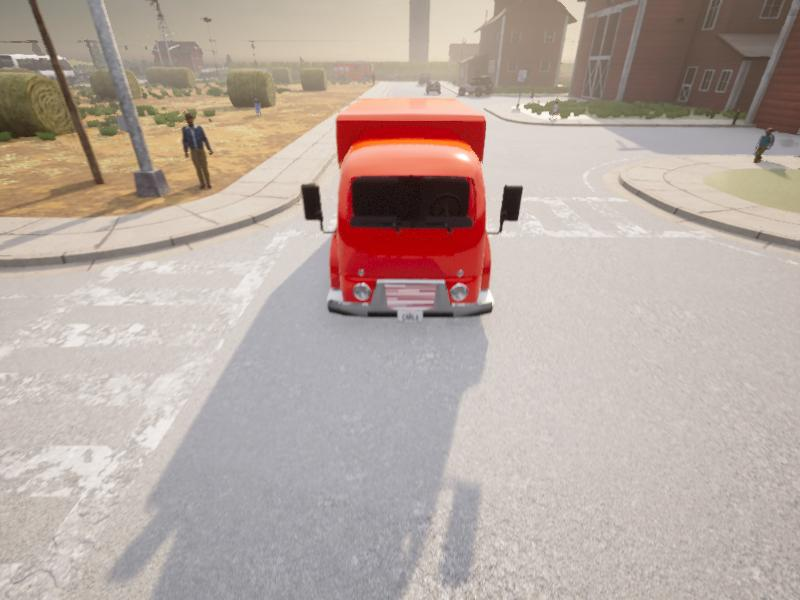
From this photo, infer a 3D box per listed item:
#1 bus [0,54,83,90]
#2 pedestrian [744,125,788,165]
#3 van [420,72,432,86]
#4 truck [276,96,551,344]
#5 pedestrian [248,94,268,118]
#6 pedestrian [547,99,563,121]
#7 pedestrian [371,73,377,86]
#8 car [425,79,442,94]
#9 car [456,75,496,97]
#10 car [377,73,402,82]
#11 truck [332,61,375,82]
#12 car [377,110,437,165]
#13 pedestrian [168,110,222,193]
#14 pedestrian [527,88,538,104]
[{"bbox_3d":[-53.318,-33.704,59.040,3.944,4.253,10.273,2,30,4],"label":"bus"},{"bbox_3d":[11.676,-4.947,12.794,0.500,1.100,0.500,-9,32,-15],"label":"pedestrian"},{"bbox_3d":[4.368,-38.000,68.866,1.775,1.987,4.442,0,30,0],"label":"van"},{"bbox_3d":[0.149,-1.842,6.687,2.627,2.467,5.204,0,31,0],"label":"truck"},{"bbox_3d":[-8.957,-12.276,25.252,0.751,1.300,0.751,5,31,9],"label":"pedestrian"},{"bbox_3d":[9.180,-11.230,23.673,0.500,1.100,0.500,-18,35,-28],"label":"pedestrian"},{"bbox_3d":[-4.131,-34.887,63.295,0.751,1.860,0.751,3,30,5],"label":"pedestrian"},{"bbox_3d":[4.143,-26.623,49.880,1.789,1.549,3.705,0,30,0],"label":"car"},{"bbox_3d":[8.237,-23.228,43.459,1.905,1.878,3.866,-30,39,-32],"label":"car"},{"bbox_3d":[-2.234,-48.992,87.987,5.238,1.638,1.930,3,30,4],"label":"car"},{"bbox_3d":[-9.746,-48.298,84.612,8.468,3.827,2.891,1,30,1],"label":"truck"},{"bbox_3d":[0.244,-6.414,15.565,1.994,1.385,4.181,0,31,0],"label":"car"},{"bbox_3d":[-5.197,-3.802,10.264,0.751,1.860,0.751,-10,32,-16],"label":"pedestrian"},{"bbox_3d":[11.032,-16.961,33.235,0.500,1.100,0.500,-11,32,-19],"label":"pedestrian"}]
